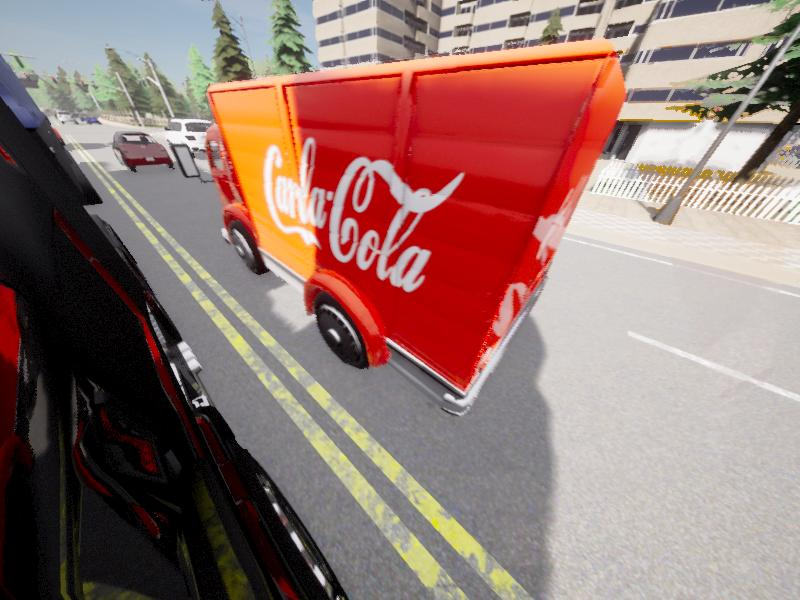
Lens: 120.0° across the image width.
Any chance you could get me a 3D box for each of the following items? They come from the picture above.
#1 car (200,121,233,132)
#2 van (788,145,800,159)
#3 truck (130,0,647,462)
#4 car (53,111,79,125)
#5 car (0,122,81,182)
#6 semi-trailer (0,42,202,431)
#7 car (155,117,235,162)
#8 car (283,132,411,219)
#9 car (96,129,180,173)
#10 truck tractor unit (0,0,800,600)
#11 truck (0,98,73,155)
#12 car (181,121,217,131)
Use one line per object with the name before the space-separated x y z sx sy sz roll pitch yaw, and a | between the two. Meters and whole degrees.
car | -36.401 -34.414 45.892 2.007 1.525 4.514 28 44 30
van | 92.853 -33.679 52.638 2.351 2.431 6.366 28 44 30
truck | -0.737 -1.298 3.277 5.204 2.467 2.627 28 44 30
car | -67.944 -37.139 47.029 5.566 2.045 2.150 28 44 30
car | -15.846 -6.316 9.655 4.611 1.667 2.242 28 44 30
semi-trailer | -8.697 -3.612 4.220 14.254 4.402 2.717 28 44 30
car | -13.864 -10.899 15.580 5.566 2.045 2.150 28 44 30
car | -1.796 -4.367 7.791 3.866 1.878 1.905 29 44 29
car | -13.070 -7.520 11.554 3.633 1.501 1.845 28 44 30
truck tractor unit | -2.645 -0.295 0.351 6.516 4.208 3.053 28 44 30
truck | -24.996 -11.590 15.339 5.204 2.467 2.627 31 45 27
car | -40.333 -34.965 46.407 2.163 1.488 4.792 28 44 30
